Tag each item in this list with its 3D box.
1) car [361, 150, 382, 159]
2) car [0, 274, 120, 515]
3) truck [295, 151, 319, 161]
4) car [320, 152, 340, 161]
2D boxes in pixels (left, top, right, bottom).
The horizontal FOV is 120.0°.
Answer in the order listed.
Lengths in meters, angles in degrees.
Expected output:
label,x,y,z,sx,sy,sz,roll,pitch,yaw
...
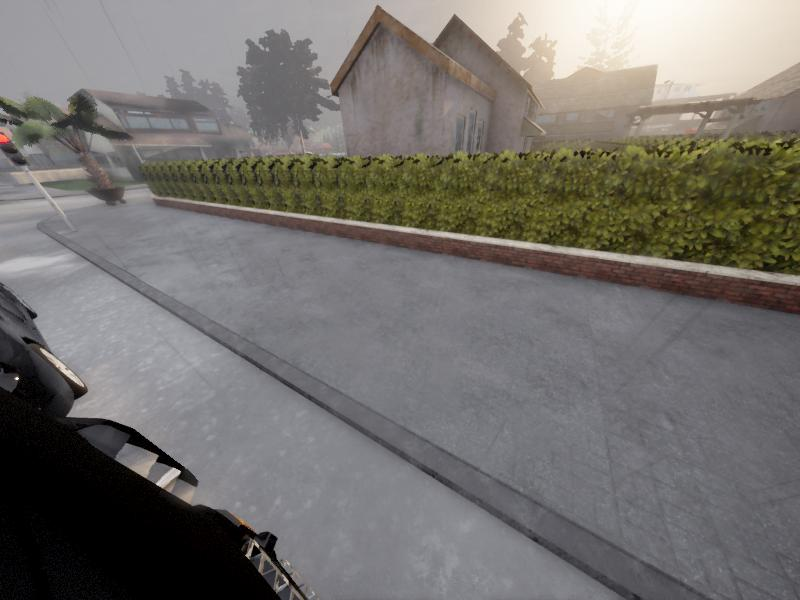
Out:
label,x,y,z,sx,sy,sz,roll,pitch,yaw
car,-7.185,-36.858,58.458,4.856,1.649,2.033,16,38,26
car,-5.341,0.495,2.210,5.008,1.535,1.882,16,38,26
truck,-25.679,-39.761,63.817,6.274,2.098,2.390,16,38,26
car,-18.279,-37.420,60.244,4.611,1.667,2.242,16,38,26
